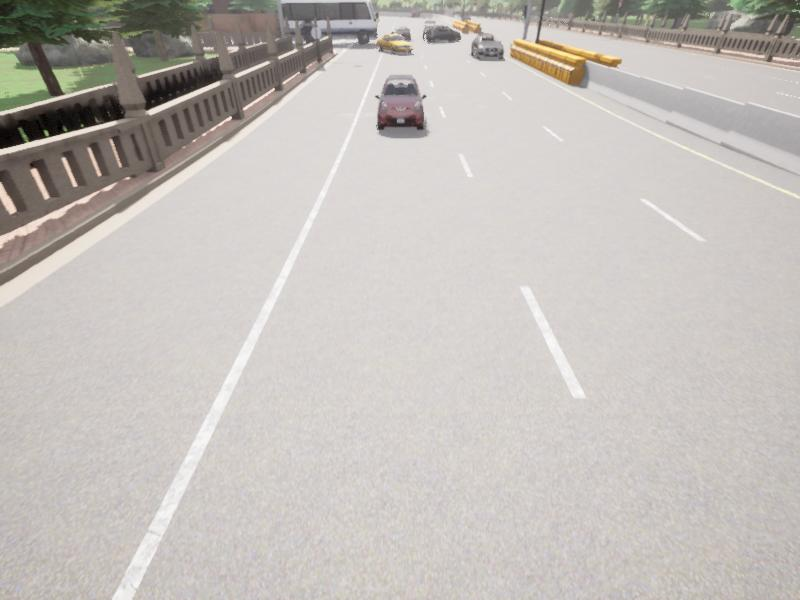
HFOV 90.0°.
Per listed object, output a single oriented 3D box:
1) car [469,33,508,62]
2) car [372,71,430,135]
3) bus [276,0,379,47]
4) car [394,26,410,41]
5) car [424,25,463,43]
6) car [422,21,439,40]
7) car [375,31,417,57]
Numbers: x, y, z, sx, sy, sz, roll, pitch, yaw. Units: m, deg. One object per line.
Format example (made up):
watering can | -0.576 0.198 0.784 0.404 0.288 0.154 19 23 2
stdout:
car | 7.132 -20.822 32.865 2.152 1.651 5.027 0 36 0
car | 0.027 -7.333 14.726 1.845 1.501 3.633 0 36 0
bus | -7.464 -30.153 43.244 10.273 4.253 3.944 -2 37 -2
car | 0.272 -33.309 49.909 1.994 1.385 4.181 1 37 1
car | 5.059 -30.804 46.332 3.988 1.617 1.851 -14 39 -18
car | 3.770 -33.891 50.254 1.905 1.878 3.866 0 37 0
car | -0.437 -23.203 36.111 1.801 1.575 5.366 -15 39 -18
